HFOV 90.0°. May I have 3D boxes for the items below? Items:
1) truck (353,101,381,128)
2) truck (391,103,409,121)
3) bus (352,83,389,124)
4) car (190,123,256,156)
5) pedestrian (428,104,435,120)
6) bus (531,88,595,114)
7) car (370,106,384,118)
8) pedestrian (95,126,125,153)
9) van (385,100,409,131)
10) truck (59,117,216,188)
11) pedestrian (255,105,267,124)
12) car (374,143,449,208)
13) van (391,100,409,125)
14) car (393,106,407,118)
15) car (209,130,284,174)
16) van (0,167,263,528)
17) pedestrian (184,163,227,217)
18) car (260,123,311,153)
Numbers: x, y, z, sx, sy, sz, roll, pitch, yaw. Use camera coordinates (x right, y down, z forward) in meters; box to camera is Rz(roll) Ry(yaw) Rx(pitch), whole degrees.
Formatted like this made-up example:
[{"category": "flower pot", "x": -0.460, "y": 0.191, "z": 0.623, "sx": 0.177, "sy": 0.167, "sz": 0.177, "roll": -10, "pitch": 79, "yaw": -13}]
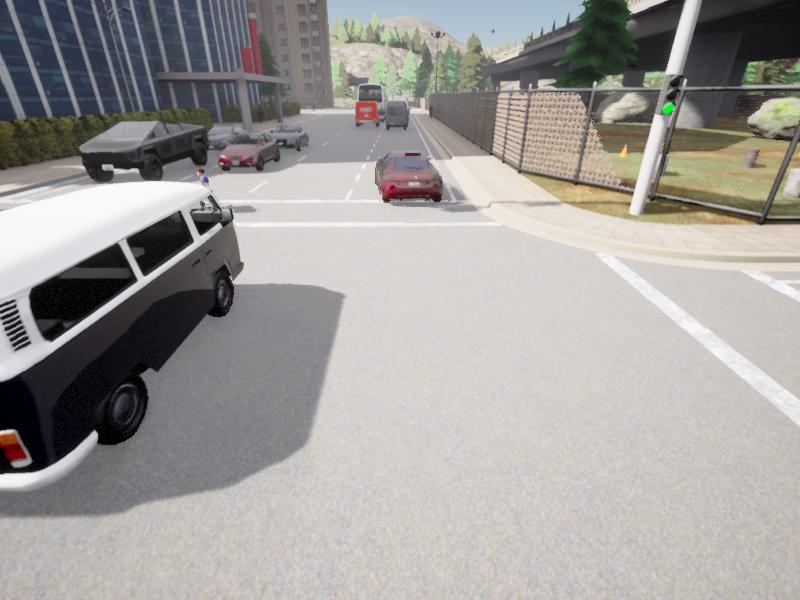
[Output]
[{"category": "truck", "x": -3.475, "y": -20.264, "z": 43.538, "sx": 2.627, "sy": 2.467, "sz": 5.204, "roll": 0, "pitch": 27, "yaw": 0}, {"category": "truck", "x": 0.028, "y": -25.995, "z": 55.167, "sx": 2.390, "sy": 2.098, "sz": 6.274, "roll": 0, "pitch": 27, "yaw": 0}, {"category": "bus", "x": -3.594, "y": -25.420, "z": 51.673, "sx": 3.944, "sy": 4.253, "sz": 10.273, "roll": 0, "pitch": 27, "yaw": 0}, {"category": "car", "x": -10.481, "y": -9.765, "z": 24.124, "sx": 1.812, "sy": 1.442, "sz": 4.674, "roll": 0, "pitch": 27, "yaw": 0}, {"category": "pedestrian", "x": 4.058, "y": -24.578, "z": 52.273, "sx": 0.751, "sy": 1.860, "sz": 0.751, "roll": -1, "pitch": 27, "yaw": -3}, {"category": "bus", "x": 31.271, "y": -38.459, "z": 77.334, "sx": 10.273, "sy": 4.253, "sz": 3.944, "roll": 0, "pitch": 27, "yaw": 0}, {"category": "car", "x": -3.469, "y": -29.115, "z": 61.837, "sx": 1.801, "sy": 1.575, "sz": 5.366, "roll": 0, "pitch": 27, "yaw": 0}, {"category": "pedestrian", "x": -16.084, "y": -8.914, "z": 22.222, "sx": 0.751, "sy": 1.300, "sz": 0.751, "roll": 0, "pitch": 27, "yaw": 0}, {"category": "van", "x": -0.242, "y": -18.549, "z": 40.116, "sx": 1.988, "sy": 2.561, "sz": 5.915, "roll": 2, "pitch": 27, "yaw": 3}, {"category": "truck", "x": -10.484, "y": -6.479, "z": 16.976, "sx": 2.390, "sy": 2.098, "sz": 6.274, "roll": 0, "pitch": 27, "yaw": 0}, {"category": "pedestrian", "x": -15.303, "y": -20.362, "z": 44.003, "sx": 0.751, "sy": 1.860, "sz": 0.751, "roll": 0, "pitch": 27, "yaw": -1}, {"category": "car", "x": 0.225, "y": -4.407, "z": 13.734, "sx": 1.994, "sy": 1.385, "sz": 4.181, "roll": -3, "pitch": 27, "yaw": -5}, {"category": "van", "x": 0.029, "y": -22.359, "z": 47.572, "sx": 1.988, "sy": 2.561, "sz": 5.915, "roll": 0, "pitch": 27, "yaw": 0}, {"category": "car", "x": 0.031, "y": -29.272, "z": 62.224, "sx": 2.128, "sy": 1.511, "sz": 4.902, "roll": 0, "pitch": 27, "yaw": 0}, {"category": "car", "x": -6.982, "y": -7.016, "z": 18.717, "sx": 1.816, "sy": 1.474, "sz": 4.193, "roll": 0, "pitch": 27, "yaw": 0}, {"category": "van", "x": -3.479, "y": -0.128, "z": 4.697, "sx": 2.069, "sy": 2.038, "sz": 4.480, "roll": 0, "pitch": 28, "yaw": 0}, {"category": "pedestrian", "x": -5.417, "y": -3.099, "z": 11.212, "sx": 0.751, "sy": 1.300, "sz": 0.751, "roll": -7, "pitch": 28, "yaw": -13}, {"category": "car", "x": -6.990, "y": -10.155, "z": 24.974, "sx": 1.994, "sy": 1.385, "sz": 4.181, "roll": 0, "pitch": 27, "yaw": -1}]
